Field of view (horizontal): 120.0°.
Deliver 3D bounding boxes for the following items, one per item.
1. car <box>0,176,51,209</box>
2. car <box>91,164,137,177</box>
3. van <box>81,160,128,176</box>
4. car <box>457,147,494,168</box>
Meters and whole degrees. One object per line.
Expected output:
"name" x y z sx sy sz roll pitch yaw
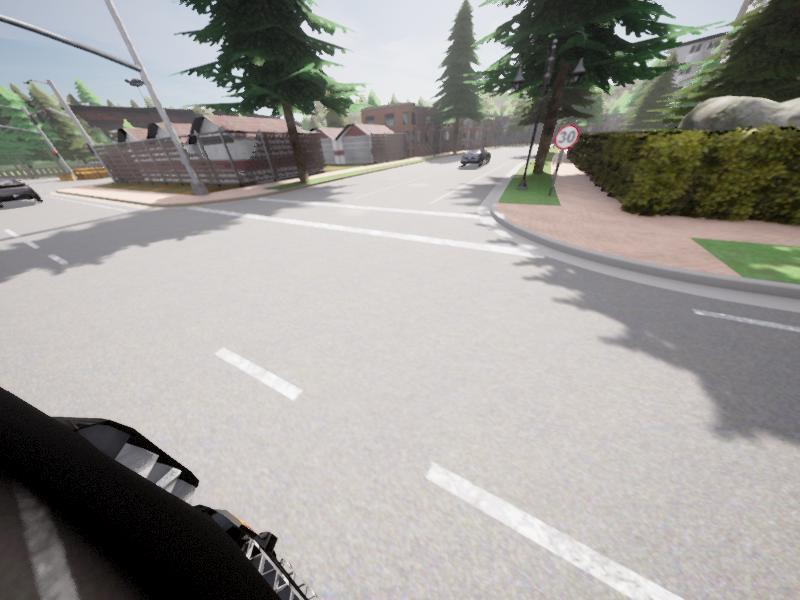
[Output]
"car" -25.863 -7.134 15.162 4.902 1.511 2.128 14 38 24
"car" -45.795 -20.837 37.102 1.994 1.385 4.181 13 38 23
"van" -51.582 -23.182 40.483 1.775 1.987 4.442 13 38 23
"car" 7.358 -13.756 22.190 2.033 1.411 5.357 15 38 25
